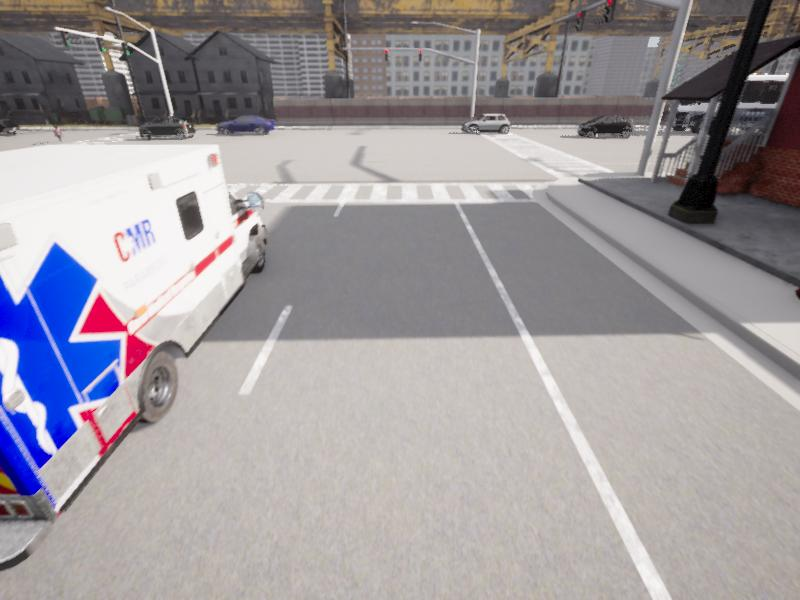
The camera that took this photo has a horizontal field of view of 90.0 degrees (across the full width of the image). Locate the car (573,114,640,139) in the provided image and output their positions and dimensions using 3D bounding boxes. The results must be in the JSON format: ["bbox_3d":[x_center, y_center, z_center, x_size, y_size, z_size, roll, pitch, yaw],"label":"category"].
[{"bbox_3d":[15.085,-12.773,29.419,3.705,1.549,1.789,0,27,0],"label":"car"}]

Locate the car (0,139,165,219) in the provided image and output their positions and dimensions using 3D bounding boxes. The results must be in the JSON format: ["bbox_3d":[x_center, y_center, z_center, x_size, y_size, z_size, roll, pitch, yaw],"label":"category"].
[{"bbox_3d":[-10.180,-4.076,12.824,1.882,1.535,5.008,2,28,5],"label":"car"}]

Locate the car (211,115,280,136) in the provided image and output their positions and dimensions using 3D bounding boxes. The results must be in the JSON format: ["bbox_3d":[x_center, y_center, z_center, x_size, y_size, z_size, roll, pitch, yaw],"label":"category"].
[{"bbox_3d":[-12.487,-14.238,32.561,4.674,1.442,1.812,0,27,0],"label":"car"}]

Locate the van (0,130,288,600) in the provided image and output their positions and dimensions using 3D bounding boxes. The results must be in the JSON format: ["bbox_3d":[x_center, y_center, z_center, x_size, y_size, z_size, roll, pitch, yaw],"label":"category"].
[{"bbox_3d":[-3.508,-0.510,4.926,2.351,2.431,6.366,0,27,0],"label":"van"}]

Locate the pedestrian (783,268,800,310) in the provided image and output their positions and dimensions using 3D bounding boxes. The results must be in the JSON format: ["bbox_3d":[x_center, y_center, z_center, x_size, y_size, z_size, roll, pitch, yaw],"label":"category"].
[{"bbox_3d":[6.223,-0.641,5.343,0.751,1.860,0.751,-3,28,-6],"label":"pedestrian"}]

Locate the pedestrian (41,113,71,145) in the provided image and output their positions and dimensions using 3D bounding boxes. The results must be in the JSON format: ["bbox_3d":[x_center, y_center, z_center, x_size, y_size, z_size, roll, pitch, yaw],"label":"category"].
[{"bbox_3d":[-22.772,-11.328,26.511,0.751,1.860,0.751,-9,29,-17],"label":"pedestrian"}]

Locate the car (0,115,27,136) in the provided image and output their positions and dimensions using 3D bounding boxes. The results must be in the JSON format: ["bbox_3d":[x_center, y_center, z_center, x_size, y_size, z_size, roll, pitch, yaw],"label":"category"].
[{"bbox_3d":[-33.894,-14.188,32.558,4.892,1.490,1.837,0,27,0],"label":"car"}]

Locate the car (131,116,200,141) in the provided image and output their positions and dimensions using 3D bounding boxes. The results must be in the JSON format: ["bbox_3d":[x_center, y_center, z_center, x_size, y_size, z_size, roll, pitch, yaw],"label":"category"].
[{"bbox_3d":[-17.153,-12.662,29.432,3.705,1.549,1.789,0,27,0],"label":"car"}]

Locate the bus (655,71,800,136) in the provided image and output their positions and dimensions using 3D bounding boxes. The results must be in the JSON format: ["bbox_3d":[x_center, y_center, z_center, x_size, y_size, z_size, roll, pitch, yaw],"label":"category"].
[{"bbox_3d":[27.146,-15.560,31.798,10.273,4.253,3.944,1,27,0],"label":"bus"}]

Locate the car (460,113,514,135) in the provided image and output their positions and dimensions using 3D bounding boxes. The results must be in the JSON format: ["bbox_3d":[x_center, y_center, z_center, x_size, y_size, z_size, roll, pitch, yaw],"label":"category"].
[{"bbox_3d":[7.002,-14.323,32.550,3.806,1.475,1.970,0,27,0],"label":"car"}]
